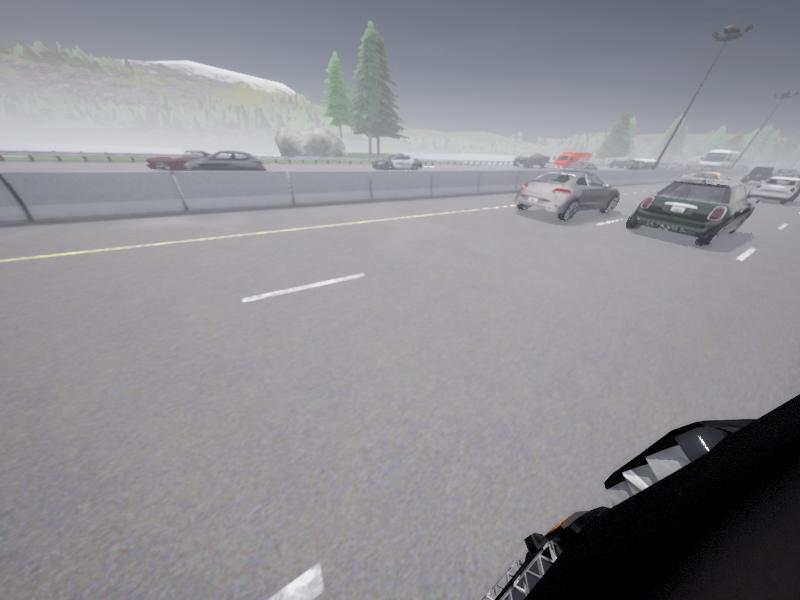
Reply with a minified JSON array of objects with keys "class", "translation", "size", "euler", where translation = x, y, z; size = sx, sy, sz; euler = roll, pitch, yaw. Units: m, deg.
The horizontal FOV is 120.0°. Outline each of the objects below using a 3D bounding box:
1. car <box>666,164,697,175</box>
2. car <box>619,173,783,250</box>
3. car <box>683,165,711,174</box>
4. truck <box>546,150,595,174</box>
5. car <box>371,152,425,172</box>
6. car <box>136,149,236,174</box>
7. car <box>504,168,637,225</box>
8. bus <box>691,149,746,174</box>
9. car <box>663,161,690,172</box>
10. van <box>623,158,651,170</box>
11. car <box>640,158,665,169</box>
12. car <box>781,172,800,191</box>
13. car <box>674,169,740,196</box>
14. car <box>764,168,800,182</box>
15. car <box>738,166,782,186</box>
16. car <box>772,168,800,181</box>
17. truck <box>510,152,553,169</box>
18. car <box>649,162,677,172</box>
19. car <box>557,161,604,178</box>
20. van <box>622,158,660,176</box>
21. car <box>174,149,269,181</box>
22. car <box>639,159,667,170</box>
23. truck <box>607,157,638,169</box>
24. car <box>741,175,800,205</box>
[{"class":"car","translation":[51.435,-23.900,42.185],"size":[4.902,1.511,2.128],"euler":[-16,38,-26]},{"class":"car","translation":[10.325,-3.278,7.988],"size":[4.553,1.767,2.097],"euler":[-16,38,-26]},{"class":"car","translation":[59.440,-26.161,46.234],"size":[5.357,1.411,2.033],"euler":[-16,38,-26]},{"class":"truck","translation":[22.869,-18.450,30.997],"size":[5.204,2.467,2.627],"euler":[-17,39,-27]},{"class":"car","translation":[-0.265,-13.964,23.387],"size":[4.974,1.542,2.038],"euler":[-11,36,-19]},{"class":"car","translation":[-14.279,-9.522,15.902],"size":[4.718,1.301,1.895],"euler":[-16,38,-26]},{"class":"car","translation":[7.249,-4.576,9.849],"size":[5.027,1.651,2.152],"euler":[-16,38,-26]},{"class":"bus","translation":[69.442,-30.110,50.325],"size":[10.273,4.253,3.944],"euler":[-16,38,-26]},{"class":"car","translation":[58.977,-28.430,49.247],"size":[4.553,1.767,2.097],"euler":[-16,38,-26]},{"class":"van","translation":[48.482,-27.776,47.254],"size":[4.480,2.038,2.069],"euler":[-16,38,-26]},{"class":"car","translation":[63.566,-34.341,58.198],"size":[5.566,2.045,2.150],"euler":[-16,38,-26]},{"class":"car","translation":[42.965,-12.537,24.459],"size":[3.988,1.617,1.851],"euler":[-16,38,-26]},{"class":"car","translation":[24.972,-9.628,18.775],"size":[5.366,1.575,1.801],"euler":[-16,38,-26]},{"class":"car","translation":[61.558,-20.130,37.149],"size":[4.611,1.667,2.242],"euler":[-16,38,-26]},{"class":"car","translation":[44.128,-15.234,28.320],"size":[3.866,1.878,1.905],"euler":[-16,38,-26]},{"class":"car","translation":[67.665,-21.867,40.229],"size":[4.856,1.649,2.033],"euler":[-16,38,-26]},{"class":"truck","translation":[20.940,-22.170,36.739],"size":[6.274,2.098,2.390],"euler":[-16,38,-26]},{"class":"car","translation":[52.515,-26.501,46.054],"size":[4.974,1.542,2.038],"euler":[-16,38,-26]},{"class":"car","translation":[20.957,-15.193,26.846],"size":[4.902,1.511,2.128],"euler":[-16,38,-26]},{"class":"van","translation":[35.395,-19.541,33.962],"size":[4.480,2.038,2.069],"euler":[-16,38,-26]},{"class":"car","translation":[-10.734,-8.359,14.273],"size":[4.193,1.474,1.816],"euler":[-16,38,-26]},{"class":"car","translation":[55.699,-29.843,50.883],"size":[5.566,2.045,2.150],"euler":[-16,38,-26]},{"class":"truck","translation":[49.036,-30.211,50.871],"size":[6.274,2.098,2.390],"euler":[-16,38,-26]},{"class":"car","translation":[26.494,-7.772,16.213],"size":[3.806,1.475,1.970],"euler":[-16,38,-26]}]
